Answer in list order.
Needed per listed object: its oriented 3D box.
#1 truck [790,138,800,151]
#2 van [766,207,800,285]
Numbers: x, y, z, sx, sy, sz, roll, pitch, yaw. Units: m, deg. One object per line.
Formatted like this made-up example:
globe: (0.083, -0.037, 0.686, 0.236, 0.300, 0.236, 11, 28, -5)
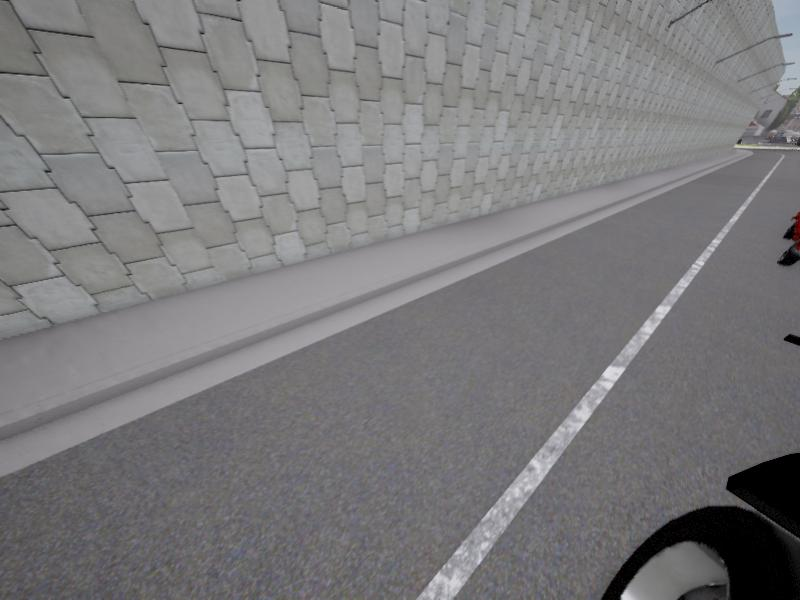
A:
truck: (64.348, -23.223, 34.159, 2.390, 2.098, 6.274, -15, 38, -20)
van: (9.373, -1.596, 4.324, 4.442, 1.987, 1.775, -22, 41, -28)
